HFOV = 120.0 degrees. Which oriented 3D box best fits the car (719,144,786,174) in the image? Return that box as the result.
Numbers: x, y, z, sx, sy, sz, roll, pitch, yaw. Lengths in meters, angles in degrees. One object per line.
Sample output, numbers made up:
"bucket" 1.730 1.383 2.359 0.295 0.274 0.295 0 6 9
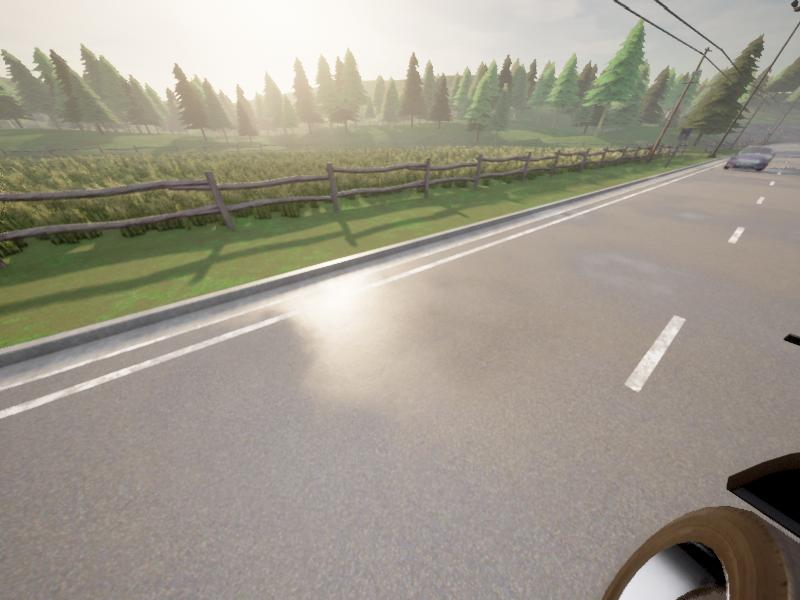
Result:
"car" 27.325 -11.021 17.929 4.856 1.649 2.033 -22 41 -28
